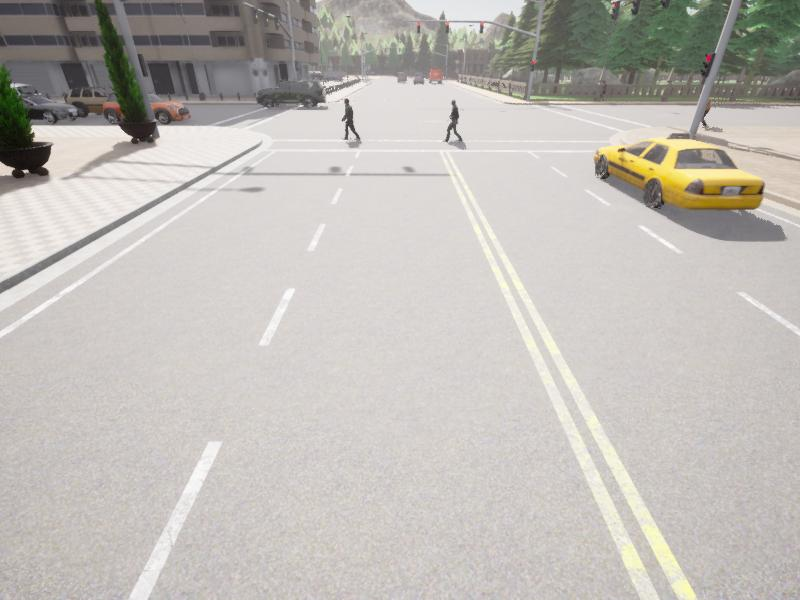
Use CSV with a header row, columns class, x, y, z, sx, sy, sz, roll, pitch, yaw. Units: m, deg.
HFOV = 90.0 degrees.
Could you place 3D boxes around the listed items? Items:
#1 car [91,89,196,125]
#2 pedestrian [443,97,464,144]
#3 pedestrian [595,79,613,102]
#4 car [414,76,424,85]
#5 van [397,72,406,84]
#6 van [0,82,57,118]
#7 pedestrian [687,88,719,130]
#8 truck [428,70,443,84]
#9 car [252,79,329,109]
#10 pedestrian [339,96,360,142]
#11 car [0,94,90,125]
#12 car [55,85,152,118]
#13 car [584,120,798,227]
class,x,y,z,sx,sy,sz,roll,pitch,yaw
car,-15.244,-11.632,24.052,4.553,1.767,2.097,0,30,1
pedestrian,2.365,-7.997,17.821,0.751,1.860,0.751,3,30,5
pedestrian,18.309,-18.828,35.960,0.751,1.860,0.751,0,30,0
car,3.722,-43.450,79.077,1.994,1.385,4.181,0,30,1
van,0.345,-46.070,82.952,1.775,1.987,4.442,1,30,1
van,-26.713,-13.558,27.106,4.480,2.038,2.069,0,30,0
pedestrian,15.536,-9.817,20.528,0.751,1.860,0.751,17,34,26
truck,7.236,-45.666,81.774,2.627,2.467,5.204,0,30,0
car,-8.940,-17.018,33.027,5.566,2.045,2.150,0,30,0
pedestrian,-2.273,-8.210,18.162,0.751,1.860,0.751,0,30,1
car,-22.195,-11.546,24.185,4.902,1.511,2.128,0,30,0
car,-19.924,-13.461,27.099,4.605,1.855,1.932,0,30,0
car,7.046,-3.642,10.690,1.801,1.575,5.366,0,30,0
